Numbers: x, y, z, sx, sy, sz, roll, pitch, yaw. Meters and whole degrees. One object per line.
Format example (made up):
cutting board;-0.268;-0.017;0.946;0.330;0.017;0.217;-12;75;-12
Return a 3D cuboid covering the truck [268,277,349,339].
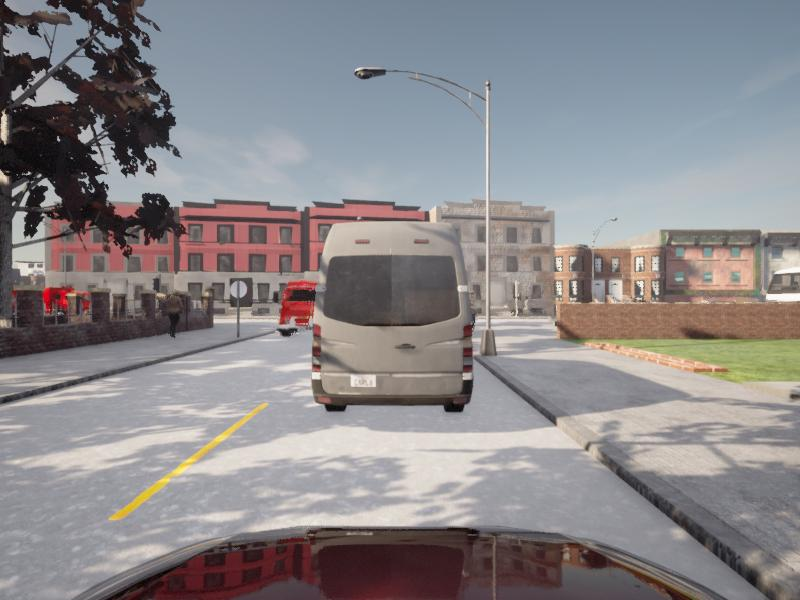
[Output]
truck;-3.960;0.372;18.474;2.627;2.467;5.204;0;-1;-1

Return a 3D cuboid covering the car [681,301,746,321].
car;24.331;0.827;31.161;3.633;1.501;1.845;0;0;0

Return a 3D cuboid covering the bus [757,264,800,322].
bus;34.572;-0.534;30.990;10.273;4.253;3.944;0;0;0

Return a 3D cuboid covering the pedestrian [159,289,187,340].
pedestrian;-8.665;0.534;15.279;0.751;1.860;0.751;0;0;-15

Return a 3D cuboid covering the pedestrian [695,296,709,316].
pedestrian;28.841;0.582;38.176;0.751;1.860;0.751;0;0;-9

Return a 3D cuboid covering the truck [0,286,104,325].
truck;-23.805;0.367;27.276;5.204;2.467;2.627;-1;0;0

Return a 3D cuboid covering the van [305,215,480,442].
van;-0.041;0.322;7.501;1.988;2.561;5.915;0;0;1

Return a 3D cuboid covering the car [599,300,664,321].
car;17.972;0.788;31.195;3.988;1.617;1.851;0;0;0

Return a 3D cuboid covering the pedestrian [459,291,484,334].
pedestrian;3.159;0.525;17.674;0.751;1.860;0.751;0;0;-37

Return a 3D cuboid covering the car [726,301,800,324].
car;25.441;0.823;27.154;5.008;1.535;1.882;0;0;0

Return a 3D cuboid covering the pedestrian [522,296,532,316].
pedestrian;11.515;0.533;36.361;0.751;1.860;0.751;0;0;10

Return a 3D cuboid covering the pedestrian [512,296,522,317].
pedestrian;10.482;0.533;35.865;0.751;1.860;0.751;0;0;7
